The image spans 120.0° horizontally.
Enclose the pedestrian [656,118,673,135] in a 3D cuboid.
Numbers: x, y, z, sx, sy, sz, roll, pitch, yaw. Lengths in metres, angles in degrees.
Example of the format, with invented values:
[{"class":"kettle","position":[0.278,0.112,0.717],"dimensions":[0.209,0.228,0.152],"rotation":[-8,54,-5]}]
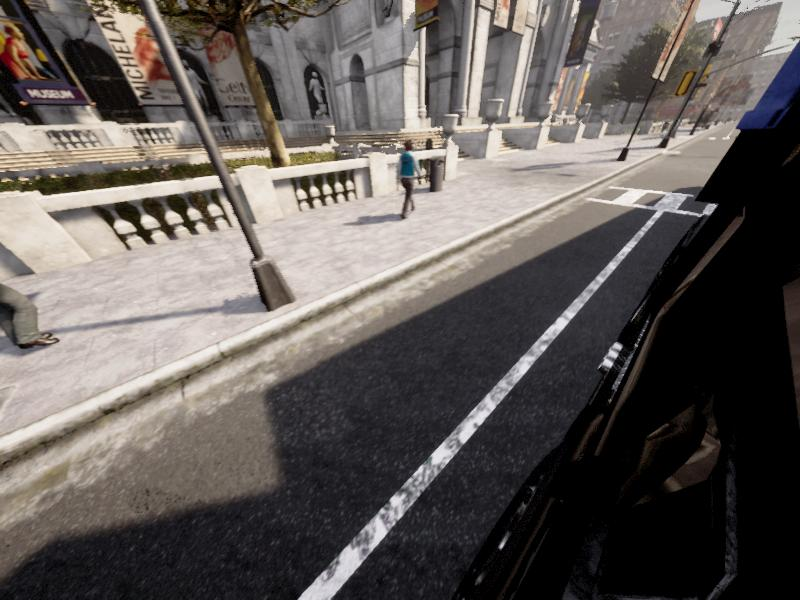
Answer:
[{"class":"pedestrian","position":[35.408,-23.186,30.888],"dimensions":[0.751,1.860,0.751],"rotation":[28,46,35]}]

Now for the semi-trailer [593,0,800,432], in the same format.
[{"class":"semi-trailer","position":[9.046,-3.328,3.873],"dimensions":[14.254,4.402,2.717],"rotation":[-24,41,-26]}]

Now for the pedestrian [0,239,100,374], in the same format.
[{"class":"pedestrian","position":[-4.582,-0.209,2.418],"dimensions":[0.751,1.860,0.751],"rotation":[11,39,18]}]

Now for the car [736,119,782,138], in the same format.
[{"class":"car","position":[38.751,-18.591,25.039],"dimensions":[4.902,1.511,2.128],"rotation":[-28,43,-30]}]

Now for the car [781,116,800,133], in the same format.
[{"class":"car","position":[48.630,-21.212,27.912],"dimensions":[5.008,1.535,1.882],"rotation":[-29,44,-31]}]

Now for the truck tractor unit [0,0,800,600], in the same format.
[{"class":"truck tractor unit","position":[2.645,-0.295,0.351],"dimensions":[6.516,4.208,3.053],"rotation":[-28,44,-30]}]

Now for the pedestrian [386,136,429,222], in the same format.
[{"class":"pedestrian","position":[0.226,-3.162,6.098],"dimensions":[0.751,1.860,0.751],"rotation":[20,42,28]}]
